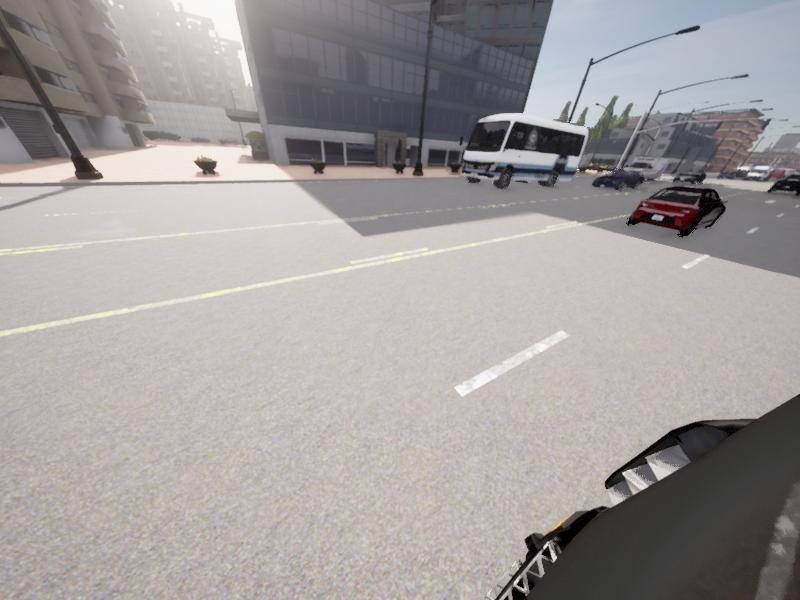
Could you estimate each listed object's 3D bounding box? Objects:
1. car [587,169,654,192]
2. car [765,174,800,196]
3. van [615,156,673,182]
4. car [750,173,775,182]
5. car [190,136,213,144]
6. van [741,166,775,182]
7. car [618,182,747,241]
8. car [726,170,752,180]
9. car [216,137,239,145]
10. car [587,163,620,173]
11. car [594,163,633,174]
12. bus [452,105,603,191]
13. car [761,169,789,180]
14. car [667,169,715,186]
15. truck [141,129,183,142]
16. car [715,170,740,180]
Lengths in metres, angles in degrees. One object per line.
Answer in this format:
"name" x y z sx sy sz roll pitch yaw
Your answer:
"car" 18.579 -10.137 19.482 5.357 1.411 2.033 -15 38 -26
"car" 39.013 -11.488 22.936 5.238 1.638 1.930 -15 37 -26
"van" 29.759 -15.926 28.190 6.366 2.431 2.351 -15 38 -26
"car" 75.961 -25.772 48.383 4.674 1.442 1.812 -16 38 -25
"car" -47.529 -38.334 55.376 3.806 1.475 1.970 -14 37 -25
"van" 69.732 -24.561 44.998 5.915 2.561 1.988 -15 38 -26
"car" 10.788 -3.544 8.842 4.193 1.474 1.816 -16 38 -26
"car" 75.993 -28.126 51.761 5.238 1.638 1.930 -16 38 -25
"car" -50.178 -46.458 67.346 4.856 1.649 2.033 -14 37 -25
"car" 39.496 -25.760 44.942 1.994 1.385 4.181 -15 37 -26
"car" 42.668 -26.445 46.285 2.033 1.411 5.357 -15 37 -26
"bus" 9.518 -10.922 17.400 10.273 4.253 3.944 -14 37 -27
"car" 88.407 -29.609 54.418 5.566 2.045 2.150 -16 38 -25
"car" 34.685 -14.679 27.541 4.902 1.511 2.128 -15 38 -26
"truck" -55.886 -38.738 54.494 6.274 2.098 2.390 -14 37 -25
"car" 67.332 -25.686 47.471 4.193 1.474 1.816 -15 37 -26
